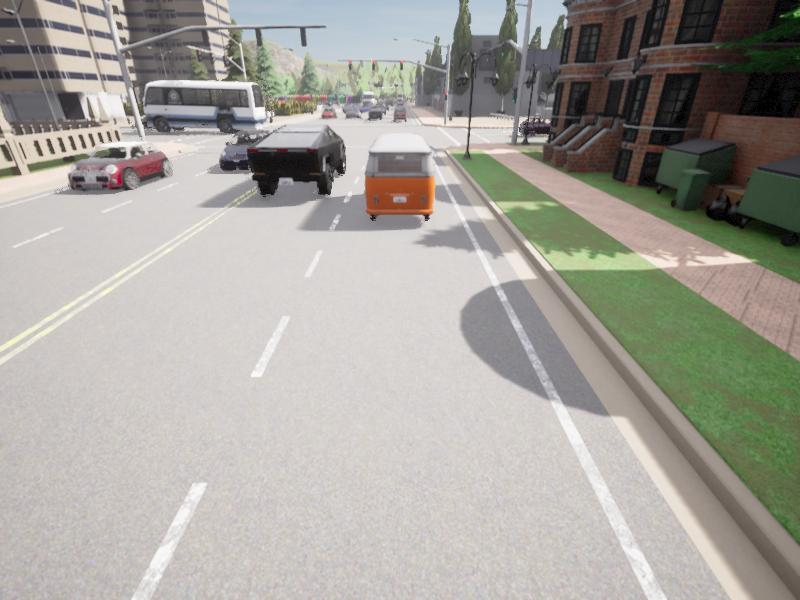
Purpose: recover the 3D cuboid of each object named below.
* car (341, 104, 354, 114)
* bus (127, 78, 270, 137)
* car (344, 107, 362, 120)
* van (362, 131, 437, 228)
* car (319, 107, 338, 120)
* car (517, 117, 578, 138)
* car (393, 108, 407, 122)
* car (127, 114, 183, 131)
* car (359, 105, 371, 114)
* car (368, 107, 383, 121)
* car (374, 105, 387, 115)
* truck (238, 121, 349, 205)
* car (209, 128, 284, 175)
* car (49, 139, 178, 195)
[{"bbox_3d":[-10.483,-38.239,80.027,2.038,1.542,4.974,0,27,0],"label":"car"},{"bbox_3d":[-17.677,-17.361,36.135,10.273,4.253,3.944,1,27,-1],"label":"bus"},{"bbox_3d":[-6.991,-27.838,59.663,2.038,1.542,4.974,0,26,0],"label":"car"},{"bbox_3d":[-0.004,-3.756,11.888,1.775,1.987,4.442,0,27,0],"label":"van"},{"bbox_3d":[-10.489,-27.590,59.201,2.007,1.525,4.514,0,27,0],"label":"car"},{"bbox_3d":[12.225,-14.409,33.368,4.193,1.474,1.816,0,27,0],"label":"car"},{"bbox_3d":[0.010,-25.072,54.225,1.789,1.549,3.705,0,28,0],"label":"car"},{"bbox_3d":[-24.382,-17.782,39.991,4.193,1.474,1.816,0,27,0],"label":"car"},{"bbox_3d":[-6.982,-38.521,80.731,2.007,1.525,4.514,0,27,0],"label":"car"},{"bbox_3d":[-3.491,-26.978,57.862,1.930,1.638,5.238,0,27,0],"label":"car"},{"bbox_3d":[-3.485,-34.765,73.146,2.033,1.649,4.856,0,27,0],"label":"car"},{"bbox_3d":[-3.502,-5.355,14.903,2.390,2.098,6.274,0,27,0],"label":"truck"},{"bbox_3d":[-7.003,-7.059,18.790,1.851,1.617,3.988,0,27,0],"label":"car"},{"bbox_3d":[-10.501,-5.116,15.119,1.970,1.475,3.806,0,27,0],"label":"car"}]
